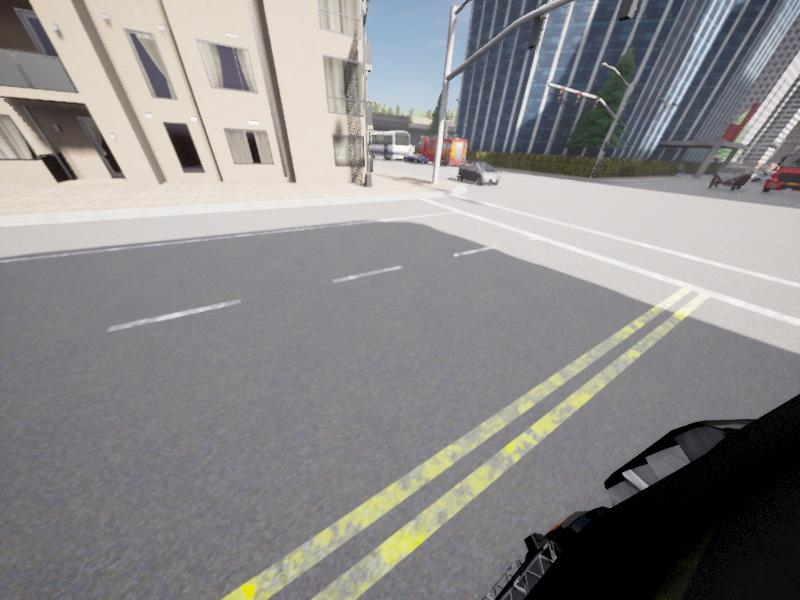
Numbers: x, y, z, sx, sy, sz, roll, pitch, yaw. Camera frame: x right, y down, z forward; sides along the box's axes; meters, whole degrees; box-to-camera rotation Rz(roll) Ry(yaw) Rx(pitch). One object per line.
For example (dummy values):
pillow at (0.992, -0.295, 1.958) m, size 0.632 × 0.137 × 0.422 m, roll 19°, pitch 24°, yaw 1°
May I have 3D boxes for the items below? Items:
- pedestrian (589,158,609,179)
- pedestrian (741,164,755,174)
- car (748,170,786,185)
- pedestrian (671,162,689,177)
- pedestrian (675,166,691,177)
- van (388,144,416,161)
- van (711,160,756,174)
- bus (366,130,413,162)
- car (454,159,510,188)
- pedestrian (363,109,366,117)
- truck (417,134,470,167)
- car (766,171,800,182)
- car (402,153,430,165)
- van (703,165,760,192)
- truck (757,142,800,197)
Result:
pedestrian at (20.777, -13.717, 24.116) m, size 0.751 × 1.860 × 0.751 m, roll -21°, pitch 40°, yaw -31°
pedestrian at (77.718, -29.161, 51.596) m, size 0.751 × 1.860 × 0.751 m, roll -2°, pitch 34°, yaw -7°
car at (49.849, -16.660, 31.380) m, size 3.806 × 1.475 × 1.970 m, roll -16°, pitch 38°, yaw -26°
pedestrian at (40.179, -18.789, 33.193) m, size 0.751 × 1.860 × 0.751 m, roll -15°, pitch 38°, yaw -25°
pedestrian at (40.915, -18.546, 33.388) m, size 0.751 × 1.300 × 0.751 m, roll -13°, pitch 37°, yaw -23°
van at (0.259, -28.368, 44.422) m, size 2.351 × 2.431 × 6.366 m, roll -16°, pitch 38°, yaw -25°
van at (85.110, -33.997, 59.089) m, size 1.988 × 2.561 × 5.915 m, roll -16°, pitch 38°, yaw -26°
bus at (-2.224, -27.607, 41.443) m, size 3.944 × 4.253 × 10.273 m, roll -16°, pitch 38°, yaw -25°
car at (6.023, -9.622, 17.472) m, size 1.845 × 1.501 × 3.633 m, roll -10°, pitch 36°, yaw -19°
pedestrian at (-11.950, -63.603, 78.648) m, size 0.751 × 1.860 × 0.751 m, roll -16°, pitch 38°, yaw -26°
truck at (6.274, -22.863, 35.330) m, size 2.891 × 3.827 × 8.468 m, roll -16°, pitch 38°, yaw -25°
car at (63.399, -20.500, 38.230) m, size 5.357 × 1.411 × 2.033 m, roll -16°, pitch 38°, yaw -26°
car at (2.381, -21.767, 35.675) m, size 1.895 × 1.301 × 4.718 m, roll -16°, pitch 38°, yaw -25°
van at (31.724, -11.696, 22.100) m, size 4.442 × 1.987 × 1.775 m, roll -16°, pitch 38°, yaw -26°
truck at (37.471, -11.857, 21.110) m, size 8.468 × 3.827 × 2.891 m, roll -16°, pitch 38°, yaw -26°
